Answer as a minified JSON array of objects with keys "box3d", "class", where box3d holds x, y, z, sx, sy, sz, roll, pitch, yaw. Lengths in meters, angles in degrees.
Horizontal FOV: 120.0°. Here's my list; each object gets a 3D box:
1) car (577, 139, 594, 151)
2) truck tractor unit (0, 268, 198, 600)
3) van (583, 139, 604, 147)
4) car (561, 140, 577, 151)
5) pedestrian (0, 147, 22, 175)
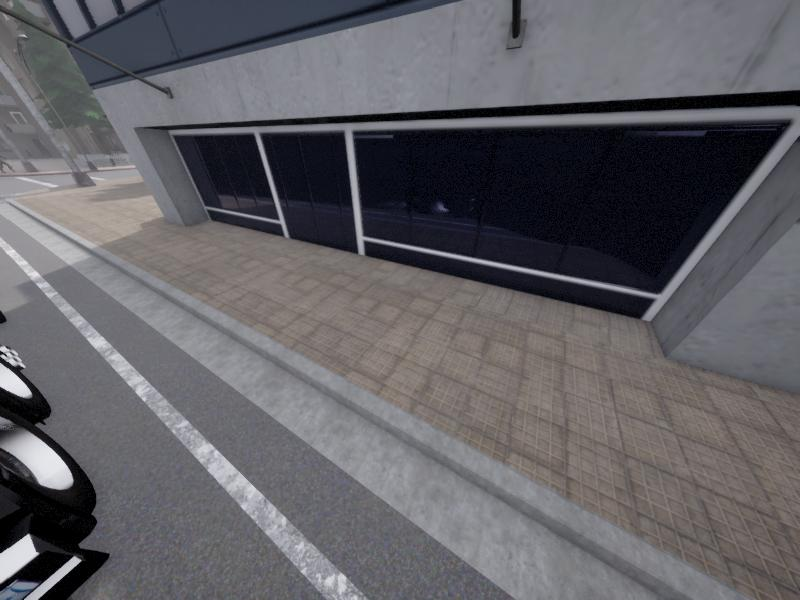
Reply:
[{"box3d":[37.726,-31.565,47.008,1.905,1.878,3.866,17,38,23],"class":"car"},{"box3d":[-5.117,-0.294,0.770,6.516,4.208,3.053,18,39,24],"class":"truck tractor unit"},{"box3d":[60.814,-49.475,72.818,4.480,2.038,2.069,17,38,23],"class":"van"},{"box3d":[34.973,-32.119,47.860,1.932,1.855,4.605,17,38,23],"class":"car"},{"box3d":[-30.497,-10.686,17.638,0.751,1.860,0.751,-29,44,-35],"class":"pedestrian"}]
